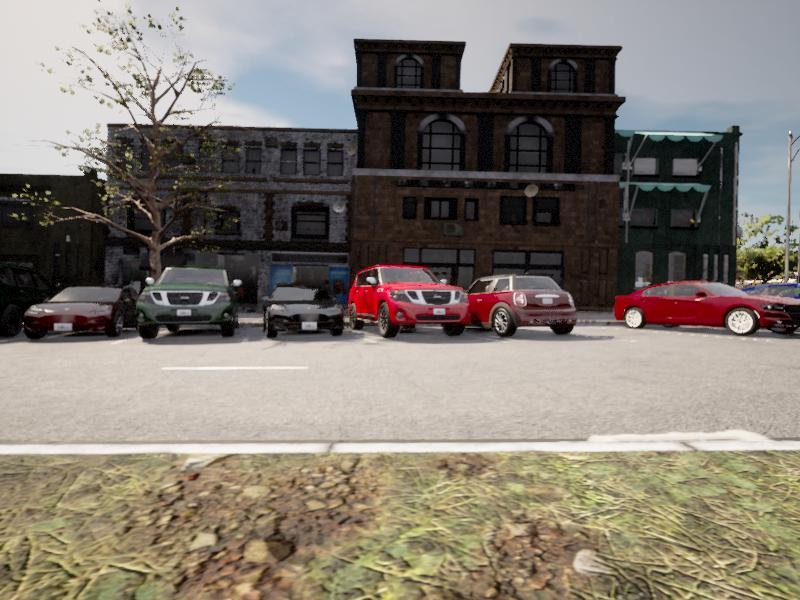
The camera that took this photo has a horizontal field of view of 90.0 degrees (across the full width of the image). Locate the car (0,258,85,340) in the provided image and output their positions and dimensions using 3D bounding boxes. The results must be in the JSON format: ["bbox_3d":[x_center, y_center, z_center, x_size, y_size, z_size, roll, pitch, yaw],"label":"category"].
[{"bbox_3d":[-12.075,0.017,12.054,2.435,2.045,5.566,0,-1,-20],"label":"car"}]

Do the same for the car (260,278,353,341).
[{"bbox_3d":[-3.028,0.256,12.020,2.163,1.488,4.792,0,-1,-20],"label":"car"}]

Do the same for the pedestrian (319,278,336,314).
[{"bbox_3d":[-3.842,-0.188,21.155,0.751,1.860,0.751,1,0,-3],"label":"pedestrian"}]

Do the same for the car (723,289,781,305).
[{"bbox_3d":[34.785,-0.277,39.563,4.892,1.521,2.231,1,0,-19],"label":"car"}]

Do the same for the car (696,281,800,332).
[{"bbox_3d":[12.022,0.196,12.038,2.002,1.452,4.674,0,-1,-20],"label":"car"}]

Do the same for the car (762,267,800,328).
[{"bbox_3d":[15.021,-0.118,12.059,2.435,2.045,5.566,0,-1,-20],"label":"car"}]

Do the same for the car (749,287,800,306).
[{"bbox_3d":[34.925,-0.280,36.678,5.366,1.575,1.946,1,0,-19],"label":"car"}]

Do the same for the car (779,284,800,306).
[{"bbox_3d":[34.691,-0.405,33.643,4.553,1.767,2.185,1,0,-19],"label":"car"}]

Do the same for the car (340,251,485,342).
[{"bbox_3d":[-0.020,-0.038,12.029,2.435,2.045,5.566,0,-1,-20],"label":"car"}]

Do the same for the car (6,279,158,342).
[{"bbox_3d":[-9.040,0.284,12.007,2.163,1.488,4.792,0,-1,-20],"label":"car"}]

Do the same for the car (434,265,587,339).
[{"bbox_3d":[2.977,0.074,12.020,2.185,1.767,4.553,0,-1,-20],"label":"car"}]

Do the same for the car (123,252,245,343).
[{"bbox_3d":[-6.034,-0.011,12.019,2.435,2.045,5.566,0,-1,-20],"label":"car"}]

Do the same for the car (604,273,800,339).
[{"bbox_3d":[8.996,0.173,12.047,2.097,1.535,5.008,0,-1,-20],"label":"car"}]
